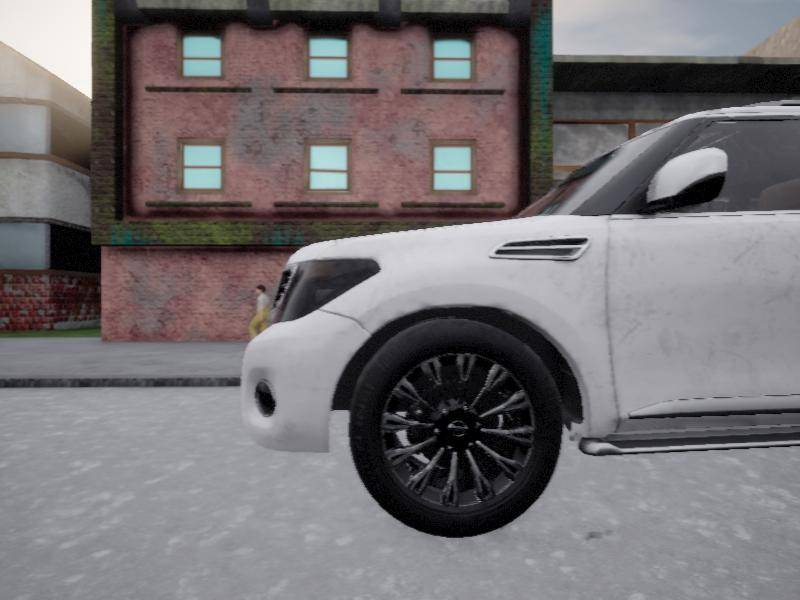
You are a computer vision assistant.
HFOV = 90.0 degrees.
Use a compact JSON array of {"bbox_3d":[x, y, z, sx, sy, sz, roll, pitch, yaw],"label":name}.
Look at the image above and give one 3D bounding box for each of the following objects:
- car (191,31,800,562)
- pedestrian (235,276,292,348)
[{"bbox_3d":[1.923,-0.036,2.771,5.566,2.045,2.150,0,0,-3],"label":"car"},{"bbox_3d":[-2.591,0.218,7.666,0.751,1.300,0.751,0,0,13],"label":"pedestrian"}]
